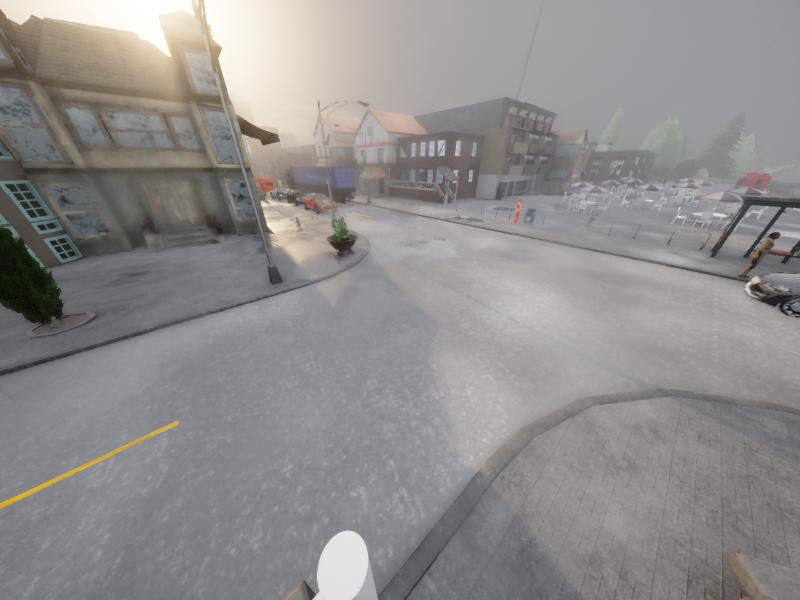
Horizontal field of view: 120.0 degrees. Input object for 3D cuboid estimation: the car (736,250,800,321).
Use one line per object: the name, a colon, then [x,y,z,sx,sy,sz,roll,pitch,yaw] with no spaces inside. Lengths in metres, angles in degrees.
car: [13.951,0.148,6.445,2.128,1.511,4.902,-24,38,-35]

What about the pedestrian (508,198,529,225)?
pedestrian: [9.196,-6.879,18.010,0.751,1.860,0.751,-6,31,-10]

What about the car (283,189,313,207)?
car: [-12.676,-12.715,28.629,1.851,1.617,3.988,-23,37,-34]

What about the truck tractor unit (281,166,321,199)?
truck tractor unit: [-15.559,-18.673,36.333,3.053,4.208,6.516,-23,37,-34]

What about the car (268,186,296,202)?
car: [-17.014,-15.267,33.125,2.038,1.542,4.974,-23,37,-34]

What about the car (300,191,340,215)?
car: [-8.443,-10.278,24.220,2.097,1.767,4.553,-23,37,-34]

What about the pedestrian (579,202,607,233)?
pedestrian: [13.410,-5.747,16.097,0.751,1.860,0.751,9,31,14]

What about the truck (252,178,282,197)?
truck: [-21.968,-18.629,38.003,2.627,2.467,5.204,-23,37,-34]

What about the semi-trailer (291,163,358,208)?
semi-trailer: [-10.567,-15.688,30.970,2.717,4.402,14.254,-22,36,-33]

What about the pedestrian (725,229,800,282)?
pedestrian: [14.234,-1.756,9.138,0.751,1.860,0.751,-12,32,-19]

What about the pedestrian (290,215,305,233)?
pedestrian: [-7.052,-5.224,15.905,0.500,1.100,0.500,12,32,20]
